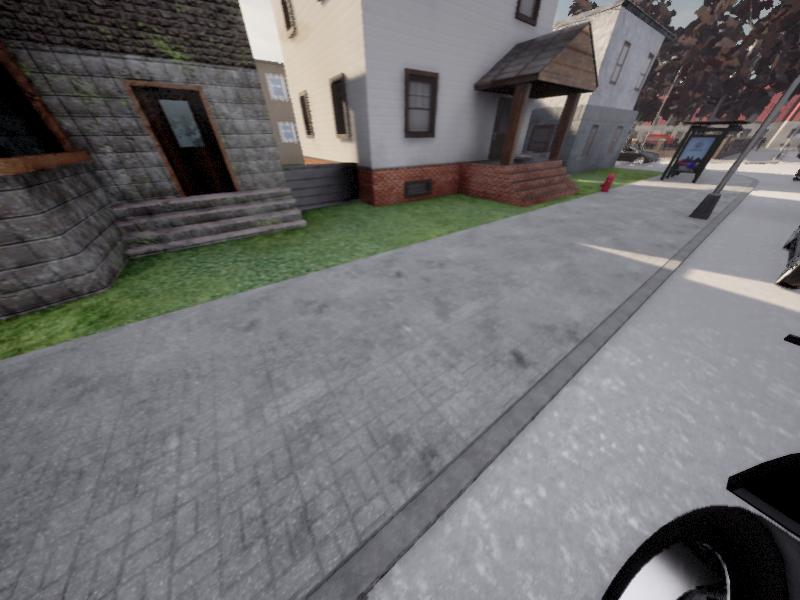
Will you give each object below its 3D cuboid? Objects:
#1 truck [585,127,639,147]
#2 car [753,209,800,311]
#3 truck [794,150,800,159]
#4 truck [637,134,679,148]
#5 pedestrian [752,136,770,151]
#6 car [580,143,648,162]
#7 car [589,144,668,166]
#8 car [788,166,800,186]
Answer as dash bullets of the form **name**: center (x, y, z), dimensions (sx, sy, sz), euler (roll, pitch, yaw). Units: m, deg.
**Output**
- **truck**: center (51.476, -39.910, 56.603), dimensions (2.891, 3.827, 8.468), euler (-22, 41, -28)
- **car**: center (8.571, -0.972, 3.887), dimensions (4.902, 1.511, 2.128), euler (-22, 41, -28)
- **truck**: center (47.046, -17.091, 25.508), dimensions (5.204, 2.467, 2.627), euler (-22, 41, -28)
- **truck**: center (56.735, -35.052, 50.847), dimensions (2.627, 2.467, 5.204), euler (-23, 41, -28)
- **pedestrian**: center (57.871, -25.075, 37.016), dimensions (0.751, 1.860, 0.751), euler (-22, 41, -28)
- **car**: center (23.437, -16.365, 25.539), dimensions (2.128, 1.511, 4.902), euler (-22, 41, -28)
- **car**: center (21.569, -13.902, 22.083), dimensions (1.837, 1.490, 4.892), euler (-22, 41, -28)
- **car**: center (22.357, -6.703, 11.556), dimensions (4.605, 1.855, 1.932), euler (-27, 44, -33)
